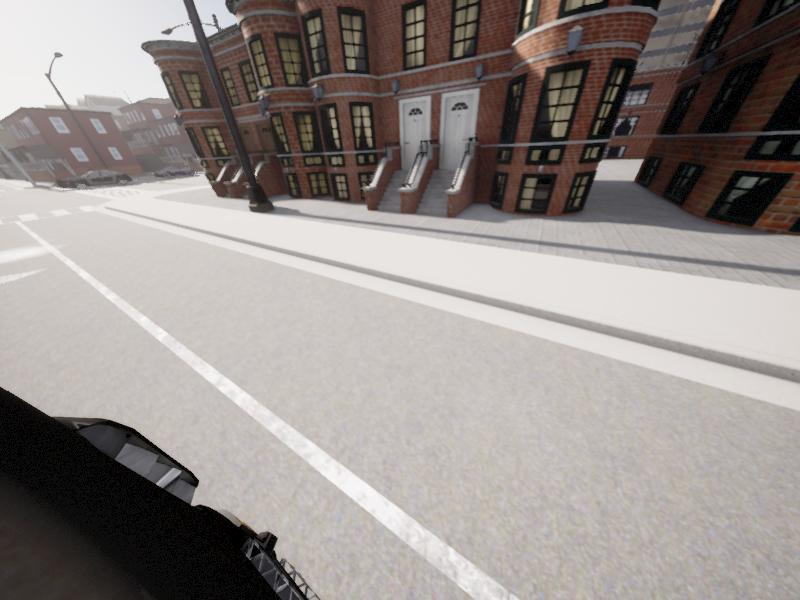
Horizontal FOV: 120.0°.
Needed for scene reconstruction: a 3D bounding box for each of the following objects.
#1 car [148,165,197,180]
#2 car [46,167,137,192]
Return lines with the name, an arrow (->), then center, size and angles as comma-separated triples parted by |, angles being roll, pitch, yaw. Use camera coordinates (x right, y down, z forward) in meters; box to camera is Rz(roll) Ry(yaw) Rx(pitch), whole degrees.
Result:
car -> -30.541, -17.264, 31.139 | 1.994, 1.385, 4.181 | 16, 38, 26
car -> -31.424, -12.537, 23.830 | 1.930, 1.638, 5.238 | 15, 38, 25
